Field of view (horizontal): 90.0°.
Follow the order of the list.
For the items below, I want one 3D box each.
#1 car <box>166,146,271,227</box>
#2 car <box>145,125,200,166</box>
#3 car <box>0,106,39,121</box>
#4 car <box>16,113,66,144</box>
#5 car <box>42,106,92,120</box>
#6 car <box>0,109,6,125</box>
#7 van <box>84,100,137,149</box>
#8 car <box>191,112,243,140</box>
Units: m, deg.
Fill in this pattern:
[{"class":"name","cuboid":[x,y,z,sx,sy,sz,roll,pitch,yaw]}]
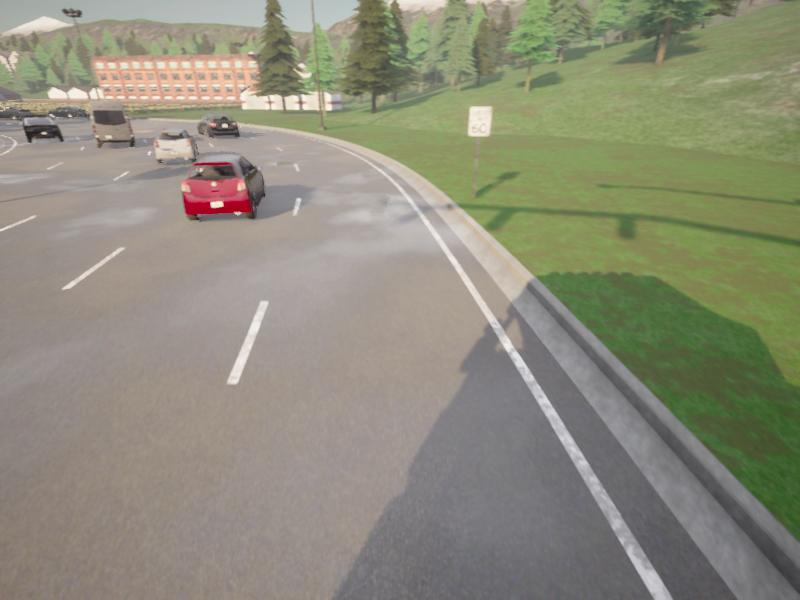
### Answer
[{"class":"car","cuboid":[-4.949,-3.410,11.499,1.845,1.501,3.633,-5,28,-10]},{"class":"car","cuboid":[-11.101,-7.727,19.818,1.845,1.501,3.633,-10,29,-20]},{"class":"car","cuboid":[-46.954,-22.542,48.338,4.902,1.511,2.128,6,28,11]},{"class":"car","cuboid":[-25.243,-12.103,28.063,1.930,1.638,5.238,-22,34,-37]},{"class":"car","cuboid":[-42.074,-23.690,50.538,4.892,1.490,1.837,6,28,11]},{"class":"car","cuboid":[-43.241,-18.991,40.998,3.866,1.878,1.905,7,28,13]},{"class":"van","cuboid":[-18.727,-11.418,25.810,1.988,2.561,5.915,-16,31,-32]},{"class":"car","cuboid":[-14.178,-13.550,30.926,2.242,1.667,4.611,-19,33,-33]}]
